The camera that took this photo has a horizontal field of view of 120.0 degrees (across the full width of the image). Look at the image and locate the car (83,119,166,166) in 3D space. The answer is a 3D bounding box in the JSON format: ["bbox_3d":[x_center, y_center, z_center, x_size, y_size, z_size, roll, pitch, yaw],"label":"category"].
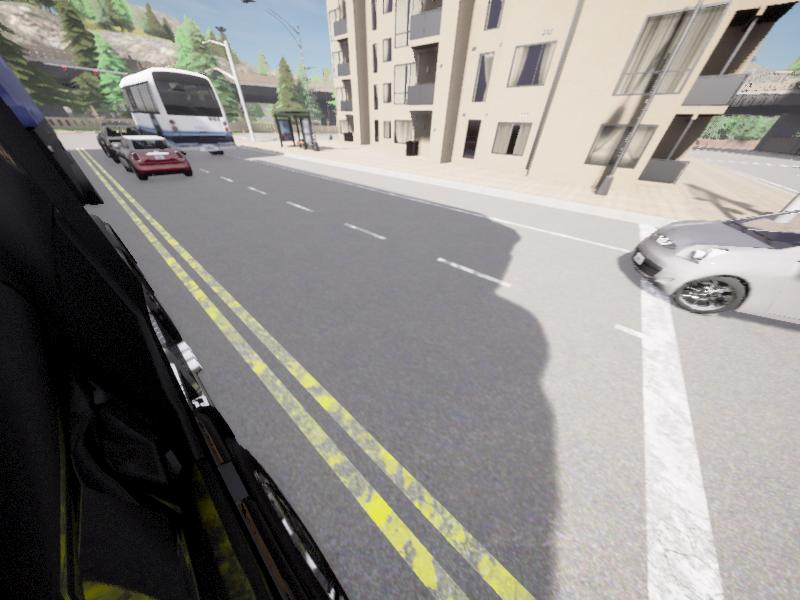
[{"bbox_3d":[-15.755,-9.080,13.222,4.605,1.855,1.932,28,44,30],"label":"car"}]

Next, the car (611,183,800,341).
[{"bbox_3d":[5.944,-0.515,3.376,3.633,1.501,1.845,16,40,17],"label":"car"}]

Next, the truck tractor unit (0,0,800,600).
[{"bbox_3d":[-2.645,-0.295,0.351,6.516,4.208,3.053,28,44,30],"label":"truck tractor unit"}]

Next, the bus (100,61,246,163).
[{"bbox_3d":[-15.859,-12.758,16.134,10.273,4.253,3.944,28,44,30],"label":"bus"}]

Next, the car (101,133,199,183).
[{"bbox_3d":[-11.161,-6.462,10.340,3.806,1.475,1.970,28,44,30],"label":"car"}]

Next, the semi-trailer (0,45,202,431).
[{"bbox_3d":[-8.702,-3.598,4.229,14.254,4.402,2.717,28,44,30],"label":"semi-trailer"}]
